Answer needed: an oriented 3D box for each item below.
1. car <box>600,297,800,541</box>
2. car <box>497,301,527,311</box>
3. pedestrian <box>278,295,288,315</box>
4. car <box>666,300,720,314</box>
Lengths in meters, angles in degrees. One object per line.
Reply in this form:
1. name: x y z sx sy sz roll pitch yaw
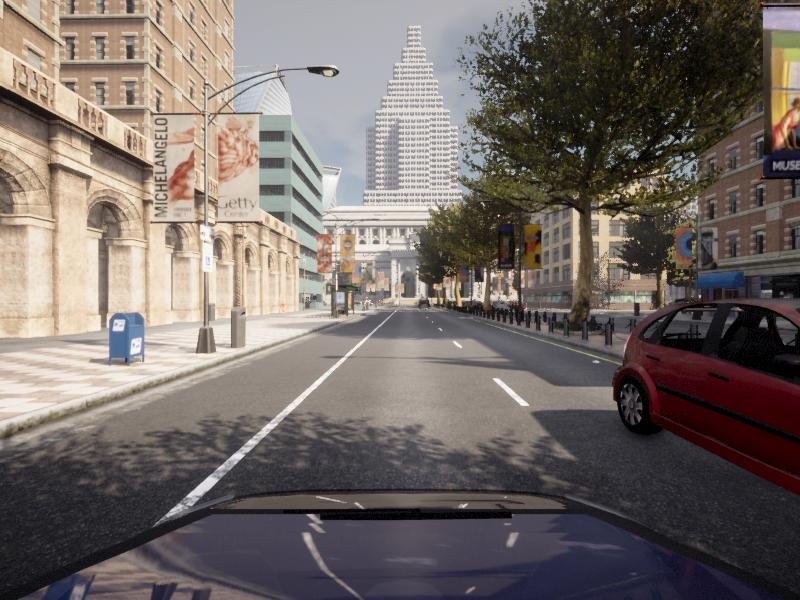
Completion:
1. car: 3.587 0.788 3.390 1.851 1.617 3.988 0 0 1
2. car: 16.668 0.851 59.820 2.163 1.488 4.792 0 0 -15
3. pedestrian: -11.477 0.485 39.291 0.751 1.860 0.751 0 0 0
4. car: 34.731 0.826 47.556 4.974 1.542 2.038 0 0 -1
